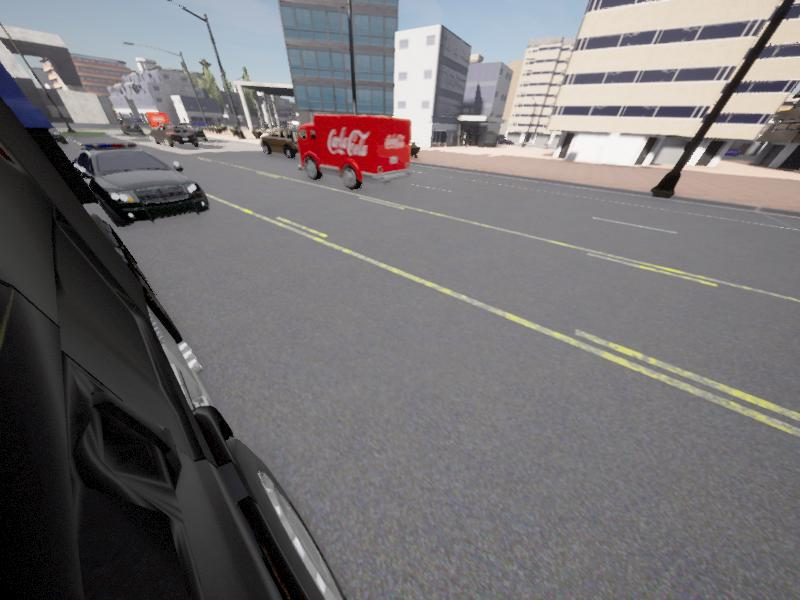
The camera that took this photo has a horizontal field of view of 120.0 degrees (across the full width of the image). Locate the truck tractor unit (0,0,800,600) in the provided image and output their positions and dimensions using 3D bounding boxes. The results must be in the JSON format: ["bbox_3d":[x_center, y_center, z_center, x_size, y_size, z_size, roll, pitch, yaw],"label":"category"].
[{"bbox_3d":[-2.645,-0.295,0.351,6.516,4.208,3.053,28,44,30],"label":"truck tractor unit"}]

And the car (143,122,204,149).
[{"bbox_3d":[-19.909,-14.481,20.304,5.027,1.651,2.152,25,42,27],"label":"car"}]

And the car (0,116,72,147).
[{"bbox_3d":[-28.002,-12.966,17.708,4.611,1.667,2.242,24,42,25],"label":"car"}]

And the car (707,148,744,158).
[{"bbox_3d":[75.393,-34.161,53.662,4.514,1.525,2.007,23,41,27],"label":"car"}]

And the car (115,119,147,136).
[{"bbox_3d":[-33.916,-21.743,29.117,3.705,1.549,1.789,31,45,32],"label":"car"}]

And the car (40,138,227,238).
[{"bbox_3d":[-7.407,-3.392,6.419,4.974,1.542,2.038,25,42,27],"label":"car"}]

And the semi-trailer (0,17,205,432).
[{"bbox_3d":[-8.917,-3.452,3.991,14.254,4.402,2.717,26,42,27],"label":"semi-trailer"}]

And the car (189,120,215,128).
[{"bbox_3d":[-50.358,-44.792,58.861,4.674,1.442,1.812,-7,38,-13],"label":"car"}]

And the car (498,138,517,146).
[{"bbox_3d":[29.855,-43.932,64.165,4.193,1.474,1.816,25,42,25],"label":"car"}]

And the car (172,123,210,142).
[{"bbox_3d":[-23.317,-18.703,25.764,3.705,1.549,1.789,26,43,28],"label":"car"}]

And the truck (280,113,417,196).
[{"bbox_3d":[-2.244,-6.557,10.190,5.204,2.467,2.627,25,42,27],"label":"truck"}]

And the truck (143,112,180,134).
[{"bbox_3d":[-35.185,-26.248,34.273,2.627,2.467,5.204,-22,43,-27],"label":"truck"}]

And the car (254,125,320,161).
[{"bbox_3d":[-8.429,-11.831,17.316,4.605,1.855,1.932,25,42,26],"label":"car"}]

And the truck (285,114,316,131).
[{"bbox_3d":[-31.697,-56.986,74.365,2.891,3.827,8.468,24,42,26],"label":"truck"}]

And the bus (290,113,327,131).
[{"bbox_3d":[-28.646,-56.131,73.068,3.944,4.253,10.273,24,42,26],"label":"bus"}]
